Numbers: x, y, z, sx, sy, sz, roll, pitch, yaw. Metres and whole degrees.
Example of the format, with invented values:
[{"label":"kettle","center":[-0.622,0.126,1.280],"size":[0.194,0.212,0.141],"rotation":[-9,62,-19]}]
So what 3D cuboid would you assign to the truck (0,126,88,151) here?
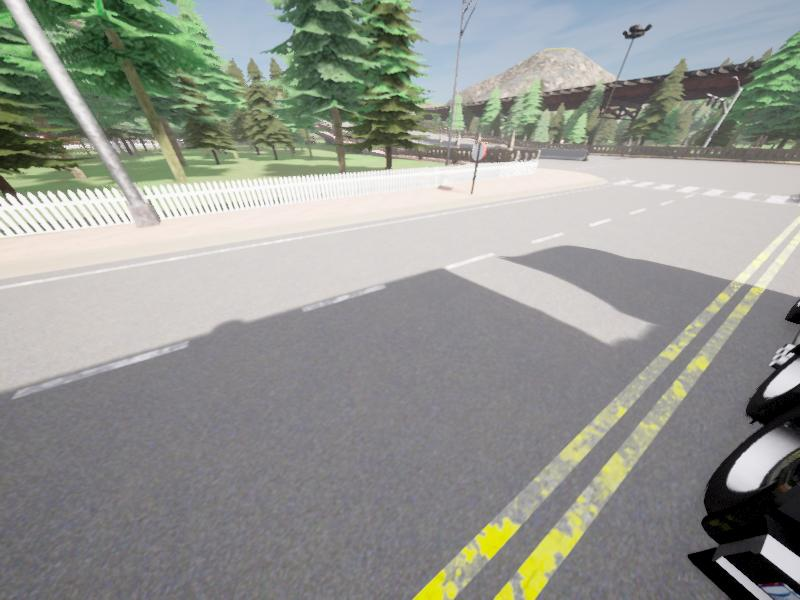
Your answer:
[{"label":"truck","center":[-71.688,-32.750,47.002],"size":[2.891,3.827,8.468],"rotation":[12,36,16]}]

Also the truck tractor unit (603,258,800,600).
[{"label":"truck tractor unit","center":[5.097,-0.315,0.794],"size":[6.516,4.208,3.053],"rotation":[-19,39,-25]}]
